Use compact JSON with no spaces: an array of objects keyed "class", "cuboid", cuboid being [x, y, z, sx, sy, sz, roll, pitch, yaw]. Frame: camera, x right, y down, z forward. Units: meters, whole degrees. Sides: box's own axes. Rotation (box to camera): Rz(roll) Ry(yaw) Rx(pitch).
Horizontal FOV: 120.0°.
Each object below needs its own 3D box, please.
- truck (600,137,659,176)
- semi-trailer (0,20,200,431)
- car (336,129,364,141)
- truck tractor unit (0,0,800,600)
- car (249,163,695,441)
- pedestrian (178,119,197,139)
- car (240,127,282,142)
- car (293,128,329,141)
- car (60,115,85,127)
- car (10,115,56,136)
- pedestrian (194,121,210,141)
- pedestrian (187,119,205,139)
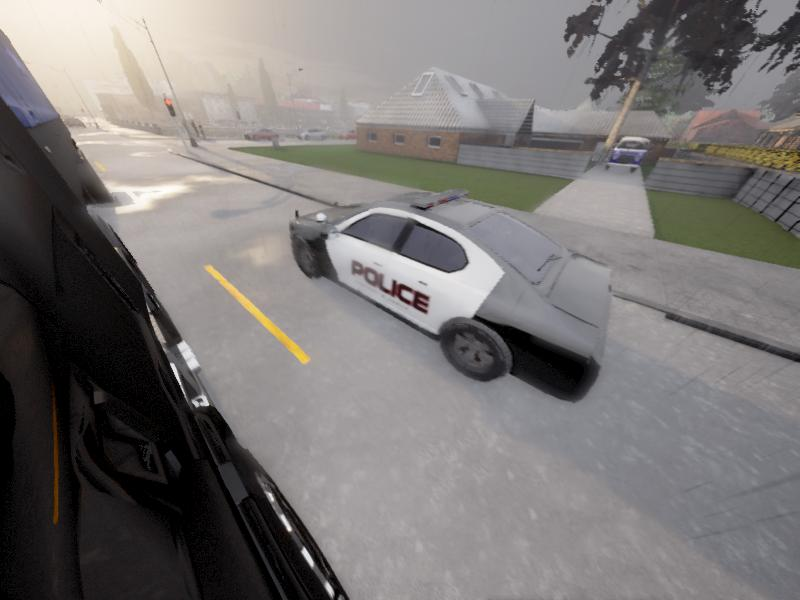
[{"class":"truck","cuboid":[16.453,-10.477,16.657,2.069,2.038,4.478,28,44,30]},{"class":"semi-trailer","cuboid":[-8.593,-3.675,4.328,14.254,4.402,2.717,29,45,31]},{"class":"car","cuboid":[-8.619,-28.811,40.301,2.007,1.525,4.514,28,44,30]},{"class":"truck tractor unit","cuboid":[-2.645,-0.295,0.351,6.516,4.208,3.053,28,44,30]},{"class":"car","cuboid":[0.167,-0.817,3.474,4.974,1.542,2.038,28,44,30]},{"class":"pedestrian","cuboid":[-24.875,-20.055,27.075,0.751,1.860,0.751,10,37,10]},{"class":"car","cuboid":[-18.403,-22.025,30.754,1.994,1.385,4.181,27,43,29]},{"class":"car","cuboid":[-13.560,-25.410,35.448,2.007,1.525,4.514,28,44,30]},{"class":"car","cuboid":[-60.208,-32.886,42.476,4.974,1.542,2.038,28,44,30]},{"class":"car","cuboid":[-40.252,-19.217,25.409,4.856,1.649,2.033,27,43,30]},{"class":"pedestrian","cuboid":[-23.328,-19.929,27.193,0.751,1.860,0.751,-26,45,-33]},{"class":"pedestrian","cuboid":[-24.513,-20.579,27.784,0.751,1.860,0.751,25,42,27]}]
